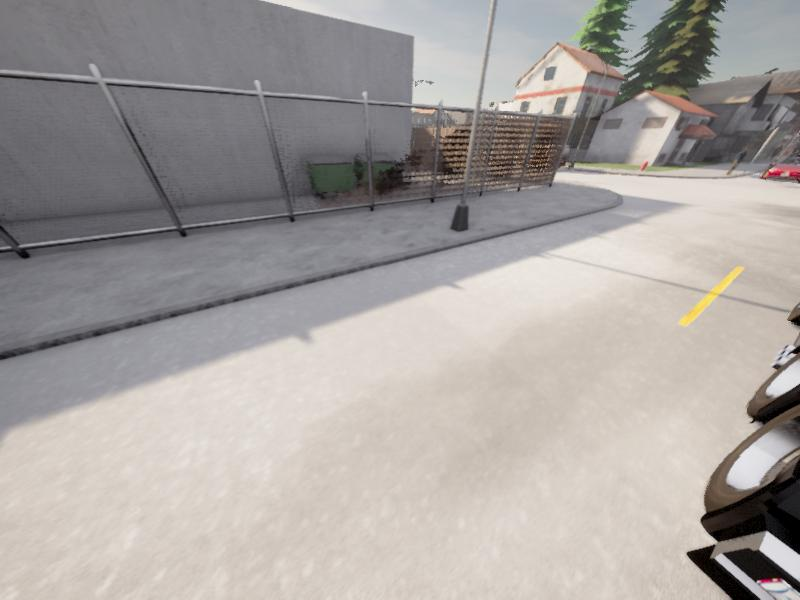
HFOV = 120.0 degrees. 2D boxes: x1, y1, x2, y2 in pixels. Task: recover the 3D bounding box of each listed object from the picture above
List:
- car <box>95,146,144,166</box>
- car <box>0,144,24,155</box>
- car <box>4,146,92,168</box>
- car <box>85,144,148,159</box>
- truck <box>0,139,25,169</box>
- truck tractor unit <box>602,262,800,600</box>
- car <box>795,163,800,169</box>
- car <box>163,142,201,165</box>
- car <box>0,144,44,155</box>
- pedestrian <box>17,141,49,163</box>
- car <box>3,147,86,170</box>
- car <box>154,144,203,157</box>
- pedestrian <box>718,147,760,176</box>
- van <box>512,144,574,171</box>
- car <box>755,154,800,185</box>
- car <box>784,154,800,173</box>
[{"bbox_3d":[-27.754,-14.433,23.046,1.845,1.501,3.633,-18,39,-25],"label":"car"},{"bbox_3d":[-71.367,-26.940,41.294,2.152,1.651,5.027,-18,39,-25],"label":"car"},{"bbox_3d":[-31.314,-12.896,20.784,3.705,1.547,1.789,-18,39,-25],"label":"car"},{"bbox_3d":[-38.315,-20.241,31.440,4.902,1.511,2.128,-19,39,-25],"label":"car"},{"bbox_3d":[-35.094,-12.068,19.135,2.069,2.038,4.478,-18,39,-25],"label":"truck"},{"bbox_3d":[5.108,-0.302,0.790,6.516,4.208,3.053,-18,39,-24],"label":"truck tractor unit"},{"bbox_3d":[42.805,-14.198,23.509,3.633,1.501,1.845,-18,39,-24],"label":"car"},{"bbox_3d":[-22.864,-15.563,24.420,1.905,1.878,3.866,-18,39,-25],"label":"car"},{"bbox_3d":[-66.196,-26.413,40.526,2.033,1.411,5.357,-18,39,-25],"label":"car"},{"bbox_3d":[-37.612,-15.225,23.702,0.751,1.860,0.751,-17,38,-23],"label":"pedestrian"},{"bbox_3d":[-31.591,-12.853,20.843,2.033,1.415,5.357,-18,39,-25],"label":"car"},{"bbox_3d":[-32.515,-22.097,34.181,4.892,1.490,1.837,-19,39,-25],"label":"car"},{"bbox_3d":[25.823,-10.592,17.648,0.751,1.860,0.751,10,36,14],"label":"pedestrian"},{"bbox_3d":[13.494,-13.722,22.140,1.775,1.987,4.442,-19,39,-25],"label":"van"},{"bbox_3d":[27.842,-9.292,16.313,4.514,1.525,2.007,-18,39,-25],"label":"car"},{"bbox_3d":[37.660,-12.449,21.087,4.181,1.385,1.994,-19,39,-25],"label":"car"}]
